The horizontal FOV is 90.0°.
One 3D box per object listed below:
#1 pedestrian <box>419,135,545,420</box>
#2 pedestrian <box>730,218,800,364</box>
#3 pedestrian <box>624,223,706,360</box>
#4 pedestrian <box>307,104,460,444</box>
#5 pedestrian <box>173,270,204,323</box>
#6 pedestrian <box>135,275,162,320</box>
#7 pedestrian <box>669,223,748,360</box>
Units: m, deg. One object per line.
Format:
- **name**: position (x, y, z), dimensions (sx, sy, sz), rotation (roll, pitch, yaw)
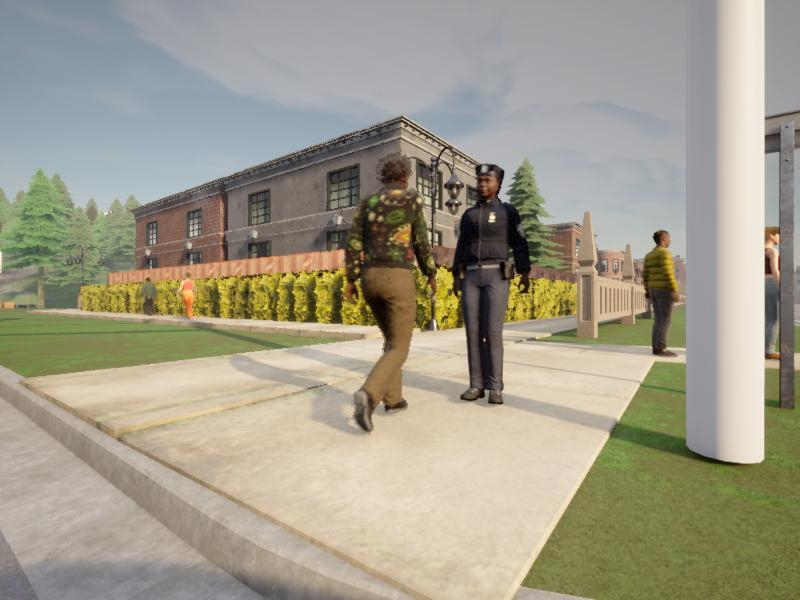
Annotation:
- **pedestrian**: position (0.661, -0.146, 3.132), dimensions (0.751, 1.860, 0.751), rotation (0, 0, 32)
- **pedestrian**: position (5.128, -0.115, 5.518), dimensions (0.751, 1.860, 0.751), rotation (0, 0, 27)
- **pedestrian**: position (3.832, -0.115, 5.850), dimensions (0.751, 1.860, 0.751), rotation (0, 0, 9)
- **pedestrian**: position (-0.082, -0.143, 2.697), dimensions (0.751, 1.860, 0.751), rotation (0, 0, 29)
- **pedestrian**: position (-7.694, -0.115, 14.554), dimensions (0.751, 1.860, 0.751), rotation (0, 0, 37)
- **pedestrian**: position (-10.814, -0.115, 17.211), dimensions (0.751, 1.860, 0.751), rotation (0, 0, 37)
- **pedestrian**: position (4.504, -0.115, 5.901), dimensions (0.751, 1.860, 0.751), rotation (0, 0, 21)
